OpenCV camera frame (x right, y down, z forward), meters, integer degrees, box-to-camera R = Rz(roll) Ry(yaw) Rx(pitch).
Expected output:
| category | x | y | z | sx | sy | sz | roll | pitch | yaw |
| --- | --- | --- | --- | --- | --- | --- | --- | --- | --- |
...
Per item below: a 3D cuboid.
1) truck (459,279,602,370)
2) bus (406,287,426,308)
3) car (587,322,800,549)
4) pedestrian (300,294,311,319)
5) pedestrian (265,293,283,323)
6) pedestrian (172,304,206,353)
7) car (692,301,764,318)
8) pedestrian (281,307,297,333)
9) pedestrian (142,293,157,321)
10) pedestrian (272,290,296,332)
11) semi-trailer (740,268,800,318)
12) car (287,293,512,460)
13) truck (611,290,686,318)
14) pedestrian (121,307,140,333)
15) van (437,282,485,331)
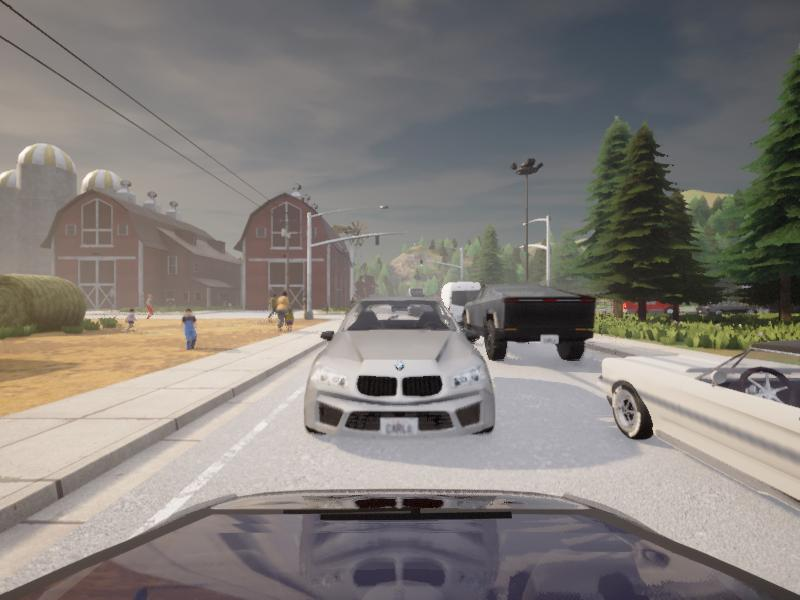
| category | x | y | z | sx | sy | sz | roll | pitch | yaw |
| --- | --- | --- | --- | --- | --- | --- | --- | --- | --- |
| truck | 3.483 | 0.554 | 12.384 | 2.390 | 2.098 | 6.274 | 0 | 0 | 0 |
| bus | 3.322 | -0.467 | 87.181 | 3.944 | 4.253 | 10.273 | 0 | 0 | 0 |
| car | 3.506 | 0.947 | 3.091 | 1.895 | 1.301 | 4.718 | 0 | 0 | 0 |
| pedestrian | -7.283 | 0.486 | 30.732 | 0.751 | 1.860 | 0.751 | 0 | 0 | -20 |
| pedestrian | -7.943 | 0.481 | 25.262 | 0.751 | 1.860 | 0.751 | 0 | 0 | 31 |
| pedestrian | -5.940 | 0.762 | 11.267 | 0.751 | 1.300 | 0.751 | 0 | 0 | -36 |
| car | 30.111 | 0.847 | 36.879 | 4.902 | 1.511 | 2.128 | 0 | 0 | 0 |
| pedestrian | -4.898 | 0.879 | 17.660 | 0.500 | 1.100 | 0.500 | 0 | 0 | 11 |
| pedestrian | -17.293 | 0.482 | 27.660 | 0.751 | 1.860 | 0.751 | 0 | 0 | -21 |
| pedestrian | -5.283 | 0.490 | 18.246 | 0.751 | 1.860 | 0.751 | 0 | 0 | 11 |
| semi-trailer | 39.549 | -0.617 | 36.831 | 14.254 | 4.402 | 2.717 | 0 | 0 | 0 |
| car | -0.006 | 0.761 | 6.284 | 2.242 | 1.667 | 4.611 | 0 | 0 | 0 |
| truck | 22.660 | 0.355 | 36.680 | 5.204 | 2.467 | 2.627 | 0 | 0 | -1 |
| pedestrian | -11.555 | 0.854 | 17.157 | 0.500 | 1.100 | 0.500 | 0 | 0 | 19 |
| van | 3.487 | 0.341 | 23.954 | 1.988 | 2.561 | 5.915 | 0 | 0 | 0 |
